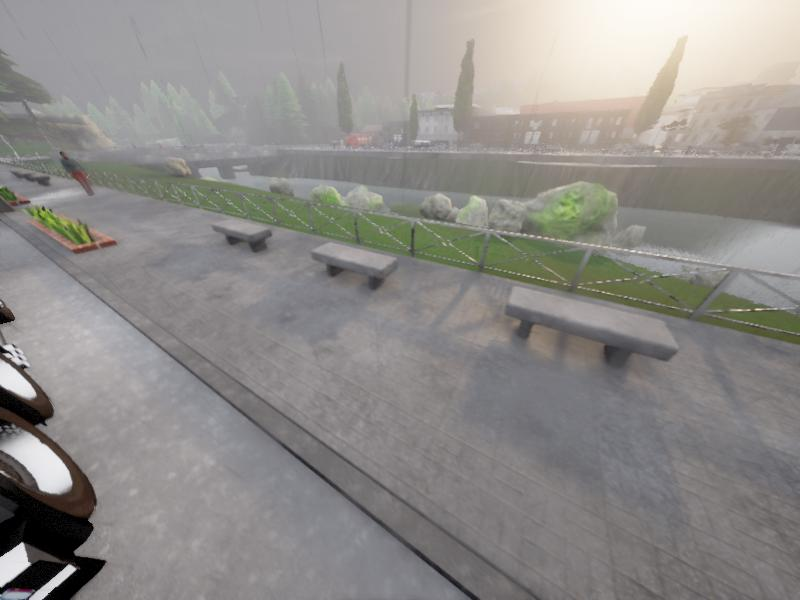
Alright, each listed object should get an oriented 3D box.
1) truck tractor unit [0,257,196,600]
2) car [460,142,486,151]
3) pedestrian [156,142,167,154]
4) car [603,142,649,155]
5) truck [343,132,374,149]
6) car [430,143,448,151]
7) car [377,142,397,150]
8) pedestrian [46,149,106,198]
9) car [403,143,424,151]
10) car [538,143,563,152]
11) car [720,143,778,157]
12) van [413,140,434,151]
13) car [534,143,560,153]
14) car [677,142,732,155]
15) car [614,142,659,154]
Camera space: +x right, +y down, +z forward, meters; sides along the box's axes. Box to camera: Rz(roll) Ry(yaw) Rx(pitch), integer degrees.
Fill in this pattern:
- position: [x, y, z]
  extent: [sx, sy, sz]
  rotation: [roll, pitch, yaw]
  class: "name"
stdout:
- position: [-5.099, -0.314, 0.795]
  extent: [6.516, 4.208, 3.053]
  rotation: [19, 39, 25]
  class: "truck tractor unit"
- position: [16.847, -35.413, 53.302]
  extent: [5.238, 1.638, 1.930]
  rotation: [18, 39, 24]
  class: "car"
- position: [-48.694, -31.096, 47.251]
  extent: [0.751, 1.860, 0.751]
  rotation: [23, 41, 30]
  class: "pedestrian"
- position: [38.426, -25.928, 39.486]
  extent: [5.238, 1.638, 1.930]
  rotation: [18, 39, 24]
  class: "car"
- position: [-11.807, -45.446, 66.034]
  extent: [8.468, 3.827, 2.891]
  rotation: [18, 39, 24]
  class: "truck"
- position: [9.632, -37.641, 56.710]
  extent: [3.806, 1.475, 1.970]
  rotation: [18, 39, 24]
  class: "car"
- position: [-3.537, -41.911, 62.810]
  extent: [4.856, 1.649, 2.033]
  rotation: [18, 39, 24]
  class: "car"
- position: [-14.684, -5.746, 10.533]
  extent: [0.751, 1.860, 0.751]
  rotation: [21, 40, 28]
  class: "pedestrian"
- position: [3.412, -39.571, 59.657]
  extent: [5.027, 1.651, 2.152]
  rotation: [18, 39, 24]
  class: "car"
- position: [30.541, -30.963, 46.933]
  extent: [3.806, 1.475, 1.970]
  rotation: [18, 39, 24]
  class: "car"
- position: [50.770, -21.978, 33.735]
  extent: [3.988, 1.617, 1.851]
  rotation: [18, 39, 24]
  class: "car"
- position: [5.605, -36.534, 54.666]
  extent: [4.480, 2.038, 2.069]
  rotation: [17, 39, 24]
  class: "van"
- position: [28.208, -29.117, 44.301]
  extent: [3.806, 1.475, 1.970]
  rotation: [18, 39, 24]
  class: "car"
- position: [49.750, -24.909, 37.940]
  extent: [4.856, 1.649, 2.033]
  rotation: [18, 39, 24]
  class: "car"
- position: [42.230, -27.305, 41.432]
  extent: [5.238, 1.638, 1.930]
  rotation: [17, 39, 24]
  class: "car"
